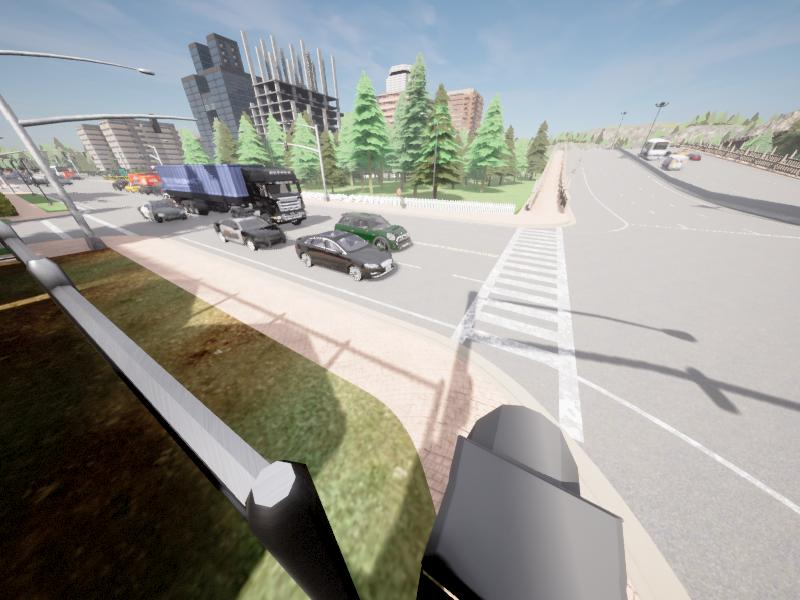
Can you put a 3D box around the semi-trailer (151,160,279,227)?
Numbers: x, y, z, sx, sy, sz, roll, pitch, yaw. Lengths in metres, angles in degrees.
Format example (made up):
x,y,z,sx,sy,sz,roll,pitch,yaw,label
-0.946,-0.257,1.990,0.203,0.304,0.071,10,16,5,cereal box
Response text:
x,y,z,sx,sy,sz,roll,pitch,yaw,label
-17.030,-9.958,20.835,14.254,4.402,2.717,18,34,27,semi-trailer

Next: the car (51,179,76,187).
x,y,z,sx,sy,sz,roll,pitch,yaw,label
-80.214,-28.053,55.117,4.792,1.488,2.163,15,33,24,car

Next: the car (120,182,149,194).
x,y,z,sx,sy,sz,roll,pitch,yaw,label
-47.118,-19.966,41.007,5.366,1.575,1.801,17,34,27,car

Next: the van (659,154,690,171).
x,y,z,sx,sy,sz,roll,pitch,yaw,label
58.753,-29.588,49.629,2.351,2.431,6.366,16,41,26,van

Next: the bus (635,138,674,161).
x,y,z,sx,sy,sz,roll,pitch,yaw,label
68.154,-40.701,62.240,3.944,4.253,10.273,16,41,26,bus

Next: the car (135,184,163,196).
x,y,z,sx,sy,sz,roll,pitch,yaw,label
-41.167,-18.094,37.870,4.193,1.474,1.816,17,34,27,car

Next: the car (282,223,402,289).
x,y,z,sx,sy,sz,roll,pitch,yaw,label
-2.551,-2.155,10.227,4.902,1.511,2.128,17,34,27,car

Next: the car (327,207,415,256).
x,y,z,sx,sy,sz,roll,pitch,yaw,label
-1.649,-4.057,13.237,4.553,1.767,2.097,17,34,27,car

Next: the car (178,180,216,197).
x,y,z,sx,sy,sz,roll,pitch,yaw,label
-31.949,-17.567,36.387,5.566,2.045,2.150,17,34,27,car

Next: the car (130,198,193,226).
x,y,z,sx,sy,sz,roll,pitch,yaw,label
-20.262,-7.603,19.637,4.974,1.542,2.038,17,34,27,car

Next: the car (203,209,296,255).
x,y,z,sx,sy,sz,roll,pitch,yaw,label
-8.835,-4.141,13.537,5.238,1.638,1.930,17,34,27,car

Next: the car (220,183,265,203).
x,y,z,sx,sy,sz,roll,pitch,yaw,label
-20.851,-14.180,30.511,5.566,2.045,2.150,16,34,27,car

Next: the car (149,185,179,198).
x,y,z,sx,sy,sz,roll,pitch,yaw,label
-35.779,-16.477,34.990,3.705,1.549,1.789,17,34,27,car

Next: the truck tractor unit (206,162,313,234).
x,y,z,sx,sy,sz,roll,pitch,yaw,label
-10.323,-7.770,17.250,6.516,4.208,3.053,17,34,27,truck tractor unit

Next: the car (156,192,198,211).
x,y,z,sx,sy,sz,roll,pitch,yaw,label
-24.624,-10.963,25.541,3.806,1.475,1.970,17,34,28,car

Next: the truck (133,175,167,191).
x,y,z,sx,sy,sz,roll,pitch,yaw,label
-49.132,-23.022,45.411,5.204,2.467,2.627,17,34,27,truck
